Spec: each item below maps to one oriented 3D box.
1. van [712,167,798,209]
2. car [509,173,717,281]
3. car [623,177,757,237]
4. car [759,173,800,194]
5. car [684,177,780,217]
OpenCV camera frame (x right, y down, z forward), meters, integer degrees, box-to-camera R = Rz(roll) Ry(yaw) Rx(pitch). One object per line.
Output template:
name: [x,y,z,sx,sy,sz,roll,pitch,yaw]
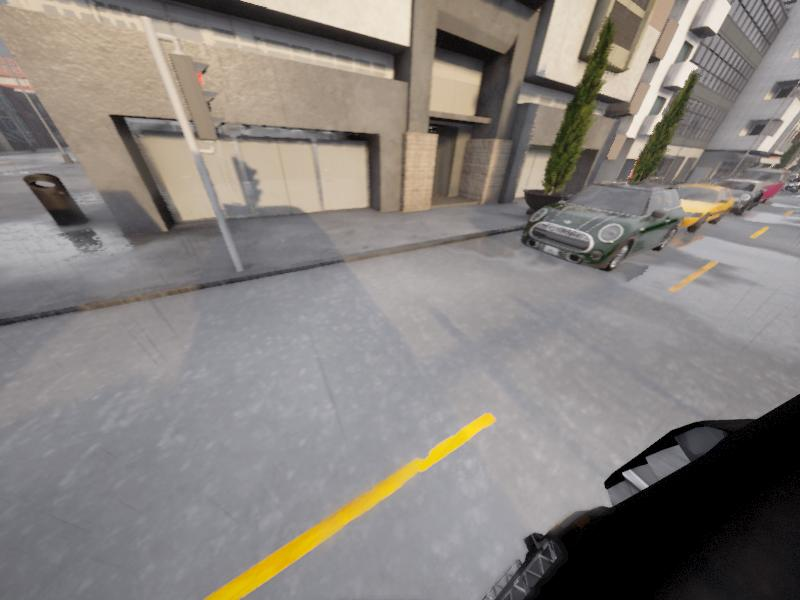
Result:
van: [22.425,-7.174,14.598,4.442,1.987,1.775,-16,38,-26]
car: [5.533,-2.227,6.109,4.553,1.767,2.097,-16,38,-26]
car: [11.679,-3.910,9.279,5.366,1.575,1.801,-16,38,-26]
car: [37.099,-11.194,22.168,3.806,1.475,1.970,-16,38,-26]
car: [17.648,-5.586,12.326,3.806,1.475,1.970,-16,38,-26]
